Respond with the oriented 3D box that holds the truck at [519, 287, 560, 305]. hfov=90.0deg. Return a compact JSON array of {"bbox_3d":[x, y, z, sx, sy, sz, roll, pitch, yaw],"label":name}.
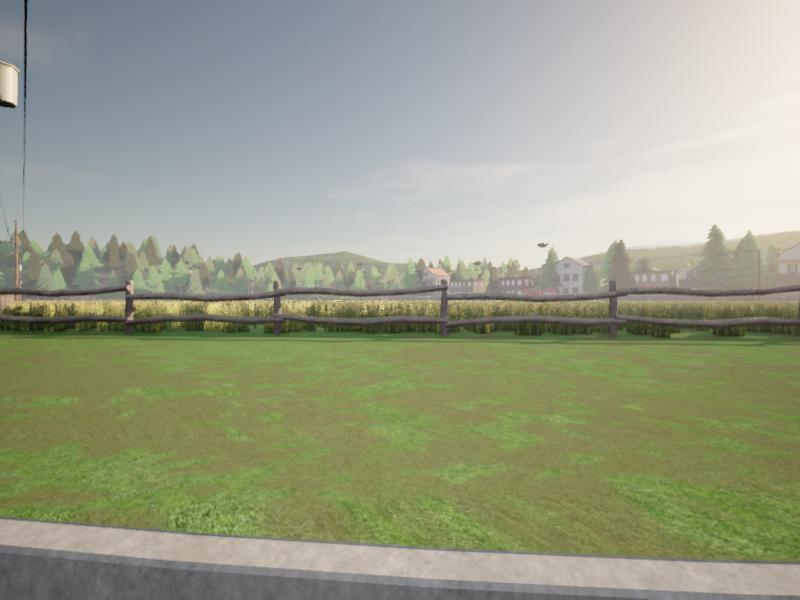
[{"bbox_3d":[32.269,-0.911,92.926,2.891,3.827,8.468,0,0,-43],"label":"truck"}]
